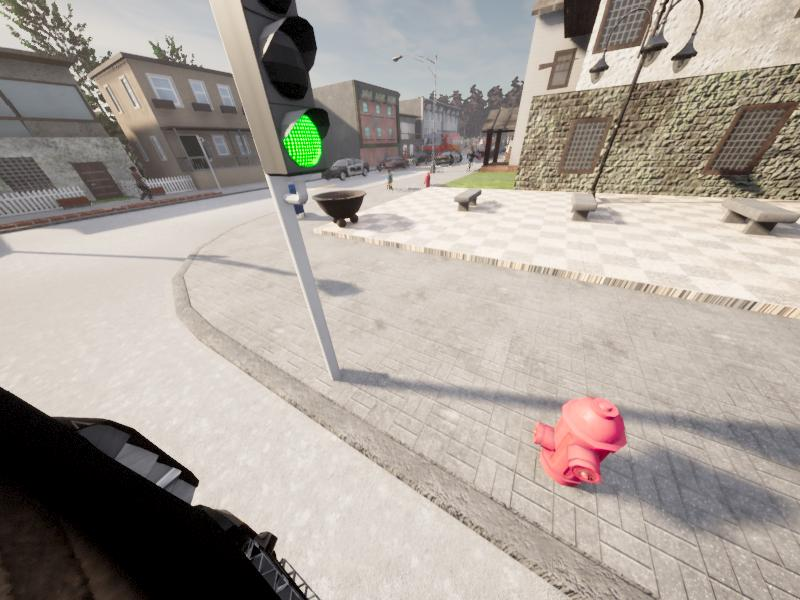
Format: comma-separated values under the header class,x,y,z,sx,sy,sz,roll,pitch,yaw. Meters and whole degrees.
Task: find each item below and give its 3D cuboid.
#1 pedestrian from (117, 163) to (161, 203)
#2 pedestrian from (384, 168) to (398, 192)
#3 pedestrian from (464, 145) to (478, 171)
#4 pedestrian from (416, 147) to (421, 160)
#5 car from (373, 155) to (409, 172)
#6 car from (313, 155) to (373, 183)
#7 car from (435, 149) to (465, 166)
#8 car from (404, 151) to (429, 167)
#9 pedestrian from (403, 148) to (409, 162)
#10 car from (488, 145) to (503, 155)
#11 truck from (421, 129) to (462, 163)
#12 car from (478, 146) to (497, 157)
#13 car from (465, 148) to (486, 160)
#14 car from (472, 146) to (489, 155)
class,x,y,z,sx,sy,sz,roll,pitch,yaw
pedestrian,-14.413,-6.459,12.807,0.751,1.860,0.751,16,38,26
pedestrian,-0.480,-6.456,12.446,0.500,1.100,0.500,27,44,37
pedestrian,6.213,-12.384,20.183,0.751,1.860,0.751,17,39,27
pedestrian,3.178,-25.145,39.617,0.751,1.860,0.751,15,37,24
car,-0.858,-15.216,25.661,1.994,1.385,4.181,16,38,26
car,-4.762,-11.604,20.278,1.930,1.638,5.238,15,38,25
car,6.340,-17.922,29.041,2.038,1.542,4.974,16,38,26
car,2.188,-18.252,29.830,1.789,1.549,3.705,16,38,26
pedestrian,0.932,-22.996,36.554,0.751,1.860,0.751,11,36,20
car,19.809,-31.097,47.912,1.812,1.442,4.674,17,38,27
truck,6.461,-23.421,35.227,2.891,3.827,8.468,16,38,26
car,16.253,-27.555,42.899,2.033,1.411,5.357,16,38,26
car,12.262,-23.642,37.338,1.994,1.385,4.181,16,38,26
car,18.158,-33.806,52.080,2.163,1.488,4.792,16,38,26
